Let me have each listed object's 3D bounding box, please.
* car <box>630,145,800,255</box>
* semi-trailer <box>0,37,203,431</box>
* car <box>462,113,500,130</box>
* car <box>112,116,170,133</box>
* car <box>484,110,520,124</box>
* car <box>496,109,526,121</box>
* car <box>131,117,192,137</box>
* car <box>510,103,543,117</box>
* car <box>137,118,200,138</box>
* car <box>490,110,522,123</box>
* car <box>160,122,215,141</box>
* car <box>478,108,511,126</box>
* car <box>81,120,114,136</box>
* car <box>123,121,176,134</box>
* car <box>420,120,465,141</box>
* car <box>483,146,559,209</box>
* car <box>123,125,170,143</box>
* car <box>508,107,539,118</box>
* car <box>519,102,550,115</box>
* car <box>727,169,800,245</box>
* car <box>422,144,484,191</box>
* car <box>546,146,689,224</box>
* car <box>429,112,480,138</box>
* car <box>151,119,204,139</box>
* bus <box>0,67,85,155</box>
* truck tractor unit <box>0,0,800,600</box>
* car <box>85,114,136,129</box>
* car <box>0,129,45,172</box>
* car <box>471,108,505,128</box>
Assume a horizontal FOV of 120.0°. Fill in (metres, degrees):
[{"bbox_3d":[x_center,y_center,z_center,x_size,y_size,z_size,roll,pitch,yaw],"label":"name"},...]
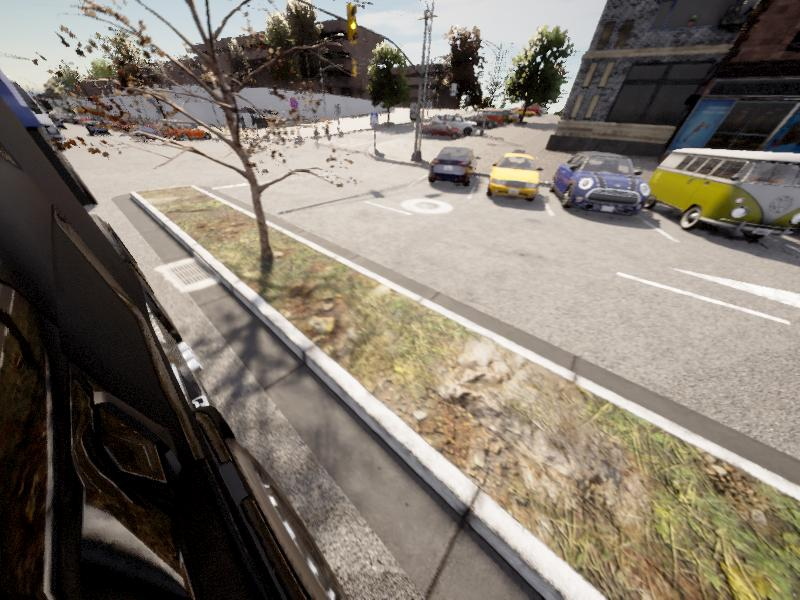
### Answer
[{"bbox_3d":[9.616,-3.331,6.970,1.878,1.987,4.442,15,38,15],"label":"car"},{"bbox_3d":[-8.762,-3.556,4.171,14.254,4.402,2.717,27,43,29],"label":"semi-trailer"},{"bbox_3d":[11.748,-25.982,33.585,4.892,1.521,2.231,11,43,10],"label":"car"},{"bbox_3d":[-41.856,-28.458,37.601,2.435,2.045,5.566,10,37,10],"label":"car"},{"bbox_3d":[17.138,-30.928,39.064,5.366,1.575,1.946,11,43,10],"label":"car"},{"bbox_3d":[20.418,-34.258,42.813,4.674,1.452,2.002,11,43,10],"label":"car"},{"bbox_3d":[-34.439,-25.162,33.678,2.435,2.045,5.566,11,37,10],"label":"car"},{"bbox_3d":[27.246,-41.143,50.004,5.566,2.045,2.435,10,44,10],"label":"car"},{"bbox_3d":[-31.977,-24.022,32.315,2.435,2.045,5.566,11,37,10],"label":"car"},{"bbox_3d":[18.696,-32.589,40.964,4.674,1.452,2.002,11,44,10],"label":"car"},{"bbox_3d":[-27.073,-21.688,29.727,2.185,1.767,4.553,11,37,11],"label":"car"},{"bbox_3d":[15.113,-29.486,37.125,4.442,1.987,1.878,11,44,10],"label":"car"},{"bbox_3d":[-41.149,-23.361,31.361,4.792,1.488,2.163,31,45,32],"label":"car"},{"bbox_3d":[-39.353,-27.252,36.568,1.946,1.575,5.366,10,37,10],"label":"car"},{"bbox_3d":[4.826,-19.315,26.256,4.674,1.452,2.002,11,43,10],"label":"car"},{"bbox_3d":[4.983,-5.597,10.079,1.946,1.575,5.366,14,38,14],"label":"car"},{"bbox_3d":[-27.662,-18.085,25.172,5.357,1.411,2.033,24,42,28],"label":"car"},{"bbox_3d":[25.744,-39.249,48.284,5.366,1.575,1.946,11,43,10],"label":"car"},{"bbox_3d":[32.288,-46.046,55.668,5.566,2.045,2.435,12,39,9],"label":"car"},{"bbox_3d":[11.930,-1.961,5.666,2.231,1.521,4.892,15,38,15],"label":"car"},{"bbox_3d":[2.877,-6.959,11.834,2.163,1.488,4.792,14,38,14],"label":"car"},{"bbox_3d":[7.368,-4.576,8.663,2.185,1.767,4.553,14,38,14],"label":"car"},{"bbox_3d":[6.585,-21.187,27.896,5.566,2.045,2.435,11,43,10],"label":"car"},{"bbox_3d":[-29.539,-22.841,30.938,1.878,1.987,4.442,11,37,10],"label":"car"},{"bbox_3d":[-28.323,-13.302,16.437,10.273,4.253,3.944,22,42,26],"label":"bus"},{"bbox_3d":[-2.645,-0.295,0.351,6.516,4.208,3.053,28,44,30],"label":"truck tractor unit"},{"bbox_3d":[-56.702,-34.996,45.426,2.435,2.045,5.566,10,37,10],"label":"car"},{"bbox_3d":[-18.939,-6.891,10.562,4.181,1.385,1.994,20,42,23],"label":"car"},{"bbox_3d":[13.378,-27.823,35.283,4.442,1.987,1.878,11,44,10],"label":"car"}]
